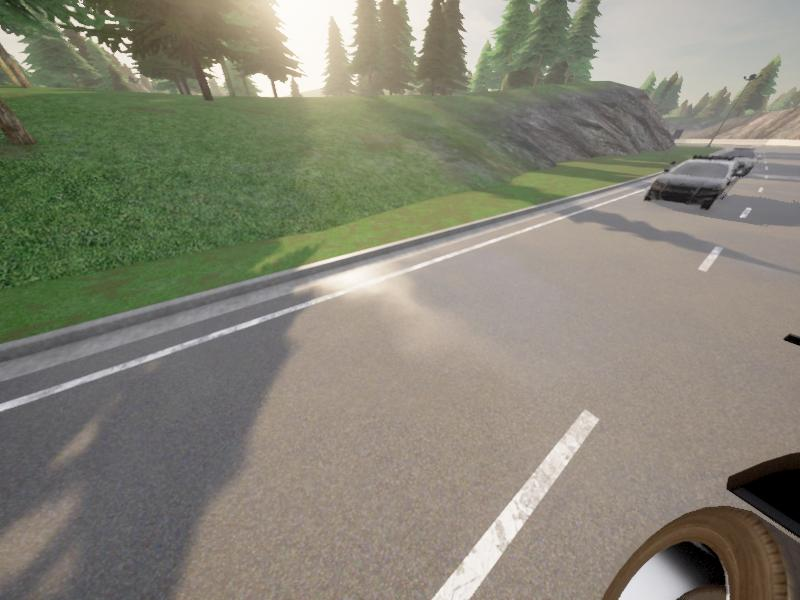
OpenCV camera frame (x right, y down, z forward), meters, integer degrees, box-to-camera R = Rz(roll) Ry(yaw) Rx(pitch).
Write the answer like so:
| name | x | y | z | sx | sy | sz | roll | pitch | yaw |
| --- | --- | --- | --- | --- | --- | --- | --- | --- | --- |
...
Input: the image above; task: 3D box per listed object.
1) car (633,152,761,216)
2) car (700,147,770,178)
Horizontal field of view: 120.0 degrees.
| name | x | y | z | sx | sy | sz | roll | pitch | yaw |
| --- | --- | --- | --- | --- | --- | --- | --- | --- | --- |
| car | 12.034 | -4.891 | 9.334 | 5.238 | 1.638 | 1.930 | -22 | 41 | -28 |
| car | 23.615 | -9.762 | 16.259 | 4.974 | 1.542 | 2.038 | -23 | 41 | -29 |
